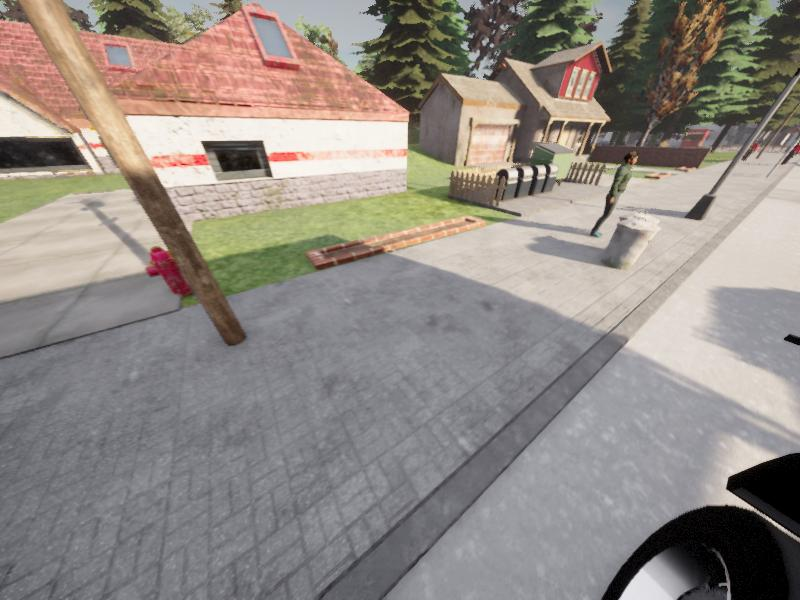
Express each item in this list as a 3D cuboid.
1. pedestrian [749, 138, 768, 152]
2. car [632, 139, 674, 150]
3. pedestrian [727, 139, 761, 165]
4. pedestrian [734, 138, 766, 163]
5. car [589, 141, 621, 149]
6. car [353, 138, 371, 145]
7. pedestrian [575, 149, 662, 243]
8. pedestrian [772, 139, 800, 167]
[{"bbox_3d":[57.272,-24.764,36.897,0.751,1.860,0.751,-20,40,-26],"label":"pedestrian"},{"bbox_3d":[49.190,-30.417,45.057,2.152,1.651,5.027,-21,41,-27],"label":"car"},{"bbox_3d":[30.109,-13.004,20.250,0.751,1.860,0.751,-21,40,-26],"label":"pedestrian"},{"bbox_3d":[32.698,-13.961,21.590,0.751,1.860,0.751,-18,39,-23],"label":"pedestrian"},{"bbox_3d":[44.772,-34.016,50.624,1.812,1.442,4.674,-21,41,-27],"label":"car"},{"bbox_3d":[-11.889,-50.175,73.069,5.238,1.638,1.930,-21,41,-27],"label":"car"},{"bbox_3d":[5.049,-2.431,5.445,0.751,1.860,0.751,28,44,33],"label":"pedestrian"},{"bbox_3d":[31.633,-11.888,18.687,0.751,1.860,0.751,-20,40,-26],"label":"pedestrian"}]
